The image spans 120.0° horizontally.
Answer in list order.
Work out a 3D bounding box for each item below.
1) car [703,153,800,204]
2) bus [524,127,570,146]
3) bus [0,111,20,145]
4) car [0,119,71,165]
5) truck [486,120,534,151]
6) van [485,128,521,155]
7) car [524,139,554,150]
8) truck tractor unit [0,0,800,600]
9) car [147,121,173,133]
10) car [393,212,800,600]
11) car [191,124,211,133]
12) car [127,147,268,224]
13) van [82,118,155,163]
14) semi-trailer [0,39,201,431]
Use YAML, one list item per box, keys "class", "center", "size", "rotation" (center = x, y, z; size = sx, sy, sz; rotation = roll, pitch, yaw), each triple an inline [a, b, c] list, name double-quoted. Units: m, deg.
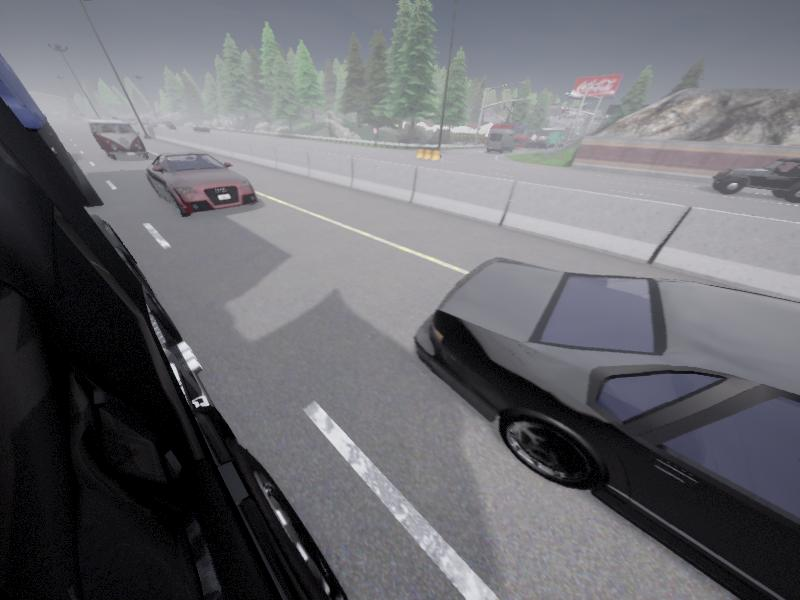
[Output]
- class: "car"
  center: [19.694, -6.469, 12.187]
  size: [3.866, 1.878, 1.905]
  rotation: [28, 43, 30]
- class: "bus"
  center: [42.831, -47.883, 67.818]
  size: [10.273, 4.253, 3.944]
  rotation: [13, 37, 19]
- class: "bus"
  center: [-35.918, -15.333, 18.481]
  size: [10.273, 4.253, 3.944]
  rotation: [28, 43, 29]
- class: "car"
  center: [-20.648, -8.849, 12.787]
  size: [4.553, 1.767, 2.097]
  rotation: [28, 43, 30]
- class: "truck"
  center: [18.741, -28.641, 40.289]
  size: [2.891, 3.827, 8.468]
  rotation: [0, 36, -8]
- class: "van"
  center: [13.608, -20.838, 30.385]
  size: [1.988, 2.561, 5.915]
  rotation: [28, 43, 30]
- class: "car"
  center: [27.063, -30.256, 45.048]
  size: [5.008, 1.535, 1.882]
  rotation: [-12, 39, -20]
- class: "truck tractor unit"
  center: [-2.645, -0.295, 0.352]
  size: [6.516, 4.208, 3.053]
  rotation: [28, 44, 30]
- class: "car"
  center: [-45.572, -32.847, 43.802]
  size: [5.027, 1.651, 2.152]
  rotation: [28, 43, 30]
- class: "car"
  center: [2.654, 0.971, 1.377]
  size: [5.357, 1.411, 2.033]
  rotation: [28, 43, 30]
- class: "car"
  center: [-42.371, -36.439, 49.162]
  size: [4.718, 1.301, 1.895]
  rotation: [28, 43, 30]
- class: "car"
  center: [-6.379, -3.814, 7.277]
  size: [4.181, 1.385, 1.994]
  rotation: [28, 43, 30]
- class: "van"
  center: [-17.524, -9.981, 14.373]
  size: [4.442, 1.987, 1.775]
  rotation: [28, 43, 30]
- class: "semi-trailer"
  center: [-8.701, -3.589, 4.245]
  size: [14.254, 4.402, 2.717]
  rotation: [28, 43, 30]
